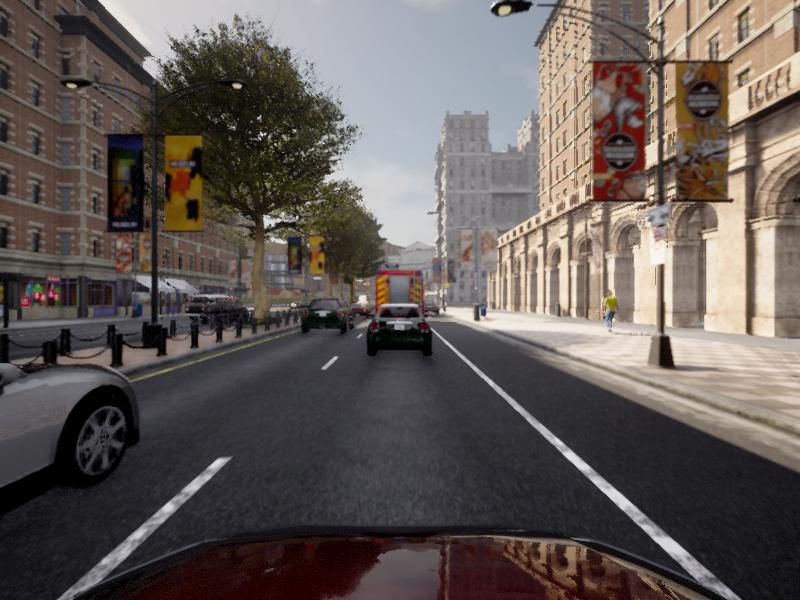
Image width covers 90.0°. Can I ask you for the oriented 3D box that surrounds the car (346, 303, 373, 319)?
[{"bbox_3d":[-3.541,0.939,35.679,1.895,1.301,4.718,0,0,0],"label":"car"}]

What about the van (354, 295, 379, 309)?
[{"bbox_3d":[-6.028,0.370,71.457,2.351,2.431,6.366,0,0,-27],"label":"van"}]

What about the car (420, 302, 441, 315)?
[{"bbox_3d":[3.200,0.933,43.400,1.895,1.301,4.718,0,0,0],"label":"car"}]

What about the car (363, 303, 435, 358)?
[{"bbox_3d":[-0.018,0.852,12.850,1.970,1.475,3.806,0,0,0],"label":"car"}]

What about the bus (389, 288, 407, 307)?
[{"bbox_3d":[-0.559,-0.546,98.350,3.944,4.253,10.273,0,0,-3],"label":"bus"}]

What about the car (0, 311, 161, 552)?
[{"bbox_3d":[-3.506,0.853,2.321,1.970,1.475,3.806,0,0,0],"label":"car"}]

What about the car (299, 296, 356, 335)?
[{"bbox_3d":[-3.525,0.692,20.387,2.097,1.767,4.553,0,0,0],"label":"car"}]

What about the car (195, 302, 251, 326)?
[{"bbox_3d":[-11.531,0.851,26.372,1.816,1.474,4.193,0,0,0],"label":"car"}]

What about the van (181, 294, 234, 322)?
[{"bbox_3d":[-15.036,0.568,31.530,2.069,2.038,4.480,0,0,0],"label":"van"}]

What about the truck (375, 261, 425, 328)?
[{"bbox_3d":[-0.026,-0.324,27.353,2.891,3.827,8.468,0,0,0],"label":"truck"}]

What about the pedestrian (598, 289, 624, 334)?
[{"bbox_3d":[8.875,0.483,16.869,0.751,1.860,0.751,0,0,9],"label":"pedestrian"}]

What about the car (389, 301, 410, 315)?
[{"bbox_3d":[-0.052,0.829,44.721,2.128,1.511,4.902,0,0,0],"label":"car"}]
